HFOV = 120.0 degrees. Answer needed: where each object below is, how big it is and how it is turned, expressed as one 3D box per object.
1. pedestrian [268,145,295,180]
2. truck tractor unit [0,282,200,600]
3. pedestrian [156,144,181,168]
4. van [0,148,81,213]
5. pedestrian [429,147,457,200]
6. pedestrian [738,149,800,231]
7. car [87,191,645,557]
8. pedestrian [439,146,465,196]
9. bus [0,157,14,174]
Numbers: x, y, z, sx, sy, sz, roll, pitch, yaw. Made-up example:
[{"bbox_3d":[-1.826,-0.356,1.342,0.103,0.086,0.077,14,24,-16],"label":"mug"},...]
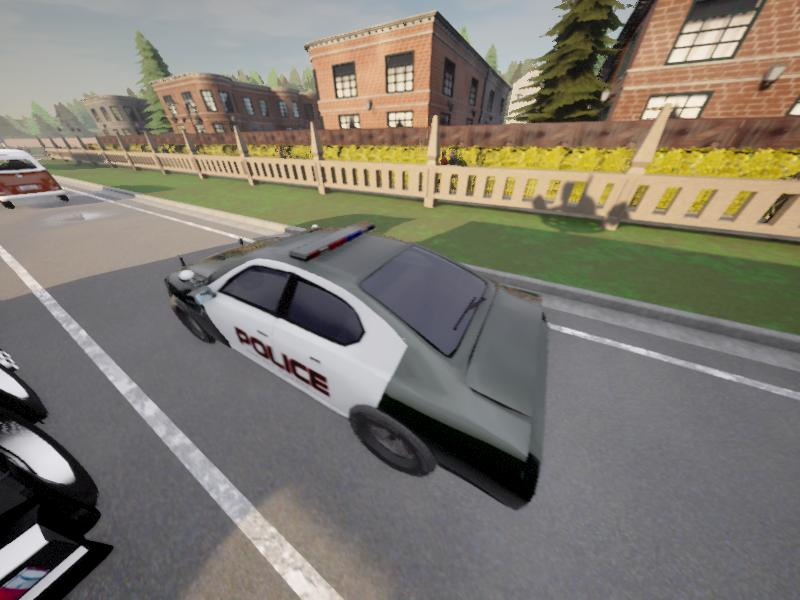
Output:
[{"bbox_3d":[-7.627,-8.896,14.946,0.751,1.860,0.751,17,38,23],"label":"pedestrian"},{"bbox_3d":[-5.138,-0.274,0.735,6.516,4.208,3.053,17,38,23],"label":"truck tractor unit"},{"bbox_3d":[-21.670,-13.463,21.627,0.751,1.860,0.751,18,39,24],"label":"pedestrian"},{"bbox_3d":[-17.072,-5.426,10.167,4.480,2.038,2.069,18,39,24],"label":"van"},{"bbox_3d":[1.787,-5.267,9.649,0.751,1.860,0.751,18,39,24],"label":"pedestrian"},{"bbox_3d":[10.707,-2.967,6.272,0.751,1.860,0.751,17,38,23],"label":"pedestrian"},{"bbox_3d":[-0.959,-0.110,2.840,4.974,1.542,2.038,18,39,24],"label":"car"},{"bbox_3d":[2.336,-5.838,10.468,0.751,1.860,0.751,18,39,24],"label":"pedestrian"},{"bbox_3d":[-39.475,-13.356,19.811,10.273,4.253,3.944,17,39,24],"label":"bus"}]
